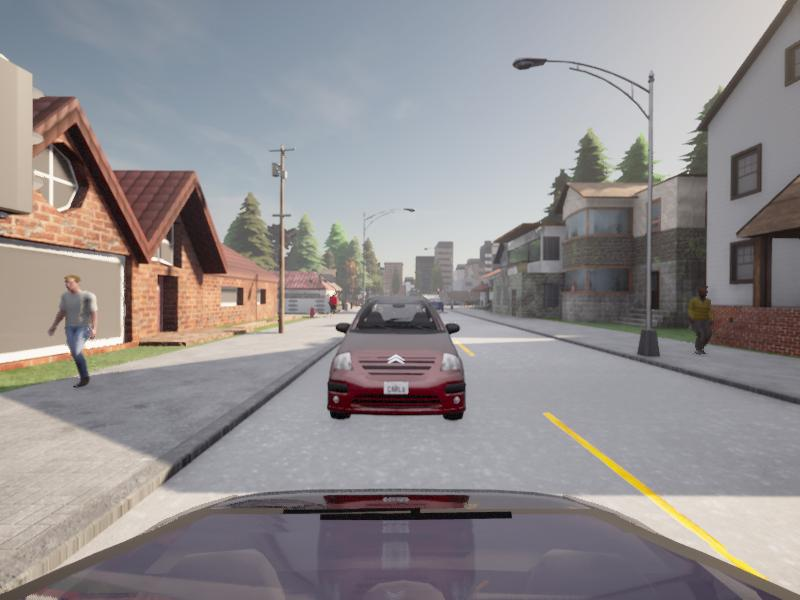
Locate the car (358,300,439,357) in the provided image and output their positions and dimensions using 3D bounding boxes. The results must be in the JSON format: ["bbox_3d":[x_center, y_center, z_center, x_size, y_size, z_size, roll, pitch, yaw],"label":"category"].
[{"bbox_3d":[-0.032,0.767,13.088,2.163,1.488,4.792,0,0,0],"label":"car"}]

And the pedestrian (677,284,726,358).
[{"bbox_3d":[7.873,0.514,10.478,0.751,1.860,0.751,0,0,8],"label":"pedestrian"}]

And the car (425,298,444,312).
[{"bbox_3d":[3.978,0.563,46.920,1.882,1.535,5.008,0,0,0],"label":"car"}]

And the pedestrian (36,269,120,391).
[{"bbox_3d":[-5.149,0.456,6.448,0.751,1.860,0.751,0,0,-1],"label":"pedestrian"}]

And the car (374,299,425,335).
[{"bbox_3d":[-0.031,0.728,19.554,2.163,1.488,4.792,0,0,0],"label":"car"}]

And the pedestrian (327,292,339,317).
[{"bbox_3d":[-5.069,0.314,30.394,0.751,1.860,0.751,0,0,2],"label":"pedestrian"}]

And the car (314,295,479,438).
[{"bbox_3d":[-0.034,0.743,6.524,1.851,1.617,3.988,0,0,0],"label":"car"}]

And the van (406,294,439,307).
[{"bbox_3d":[4.438,0.146,79.003,6.366,2.431,2.351,0,0,-31],"label":"van"}]
